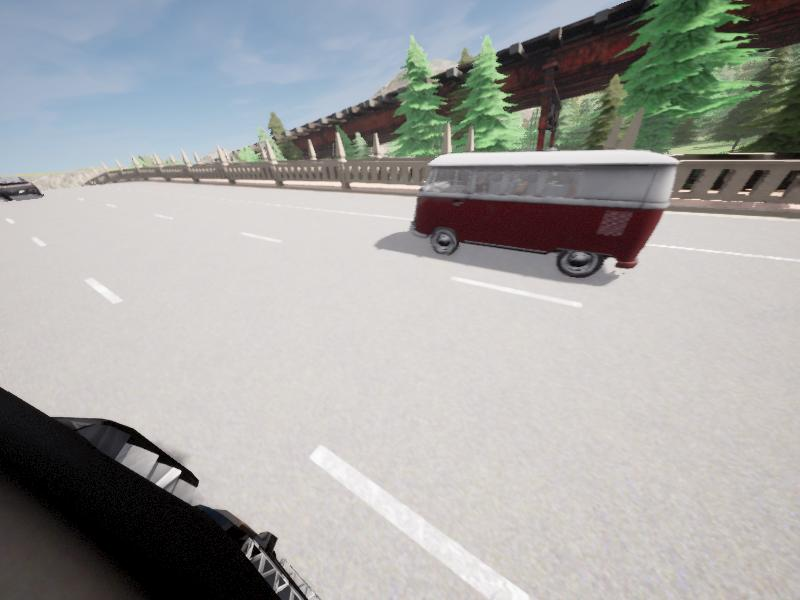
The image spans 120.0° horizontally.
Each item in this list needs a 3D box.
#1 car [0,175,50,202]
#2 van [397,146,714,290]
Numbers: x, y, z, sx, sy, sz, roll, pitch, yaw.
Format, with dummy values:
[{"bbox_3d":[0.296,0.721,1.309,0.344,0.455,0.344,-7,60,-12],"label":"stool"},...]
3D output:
[{"bbox_3d":[-31.158,-9.091,18.664,4.902,1.511,2.128,16,38,26],"label":"car"},{"bbox_3d":[2.344,-1.981,4.929,4.442,1.987,1.775,16,38,26],"label":"van"}]
